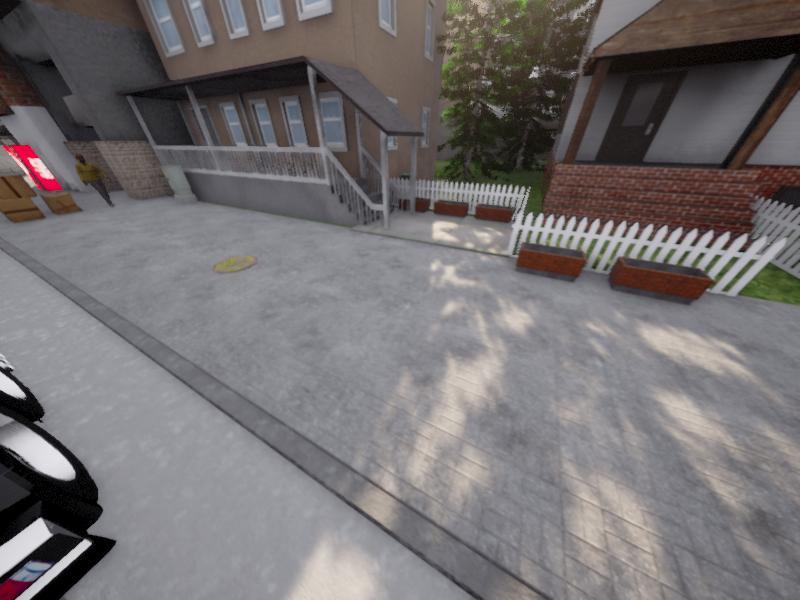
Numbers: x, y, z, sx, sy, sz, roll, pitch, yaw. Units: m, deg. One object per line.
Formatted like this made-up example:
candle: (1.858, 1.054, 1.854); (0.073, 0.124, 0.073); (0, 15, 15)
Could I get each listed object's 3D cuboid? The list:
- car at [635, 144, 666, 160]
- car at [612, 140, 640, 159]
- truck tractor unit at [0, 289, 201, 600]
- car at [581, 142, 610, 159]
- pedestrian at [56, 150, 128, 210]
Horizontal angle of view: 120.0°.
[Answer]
car: (30.952, -18.425, 28.650); (1.845, 1.501, 3.633); (23, 41, 30)
car: (28.996, -19.393, 29.757); (1.905, 1.878, 3.866); (23, 41, 30)
truck tractor unit: (-5.153, -0.257, 0.713); (6.516, 4.208, 3.053); (17, 38, 22)
car: (26.132, -19.989, 30.819); (2.242, 1.667, 4.611); (23, 41, 30)
pedestrian: (-11.376, -4.458, 8.613); (0.751, 1.860, 0.751); (21, 40, 27)
